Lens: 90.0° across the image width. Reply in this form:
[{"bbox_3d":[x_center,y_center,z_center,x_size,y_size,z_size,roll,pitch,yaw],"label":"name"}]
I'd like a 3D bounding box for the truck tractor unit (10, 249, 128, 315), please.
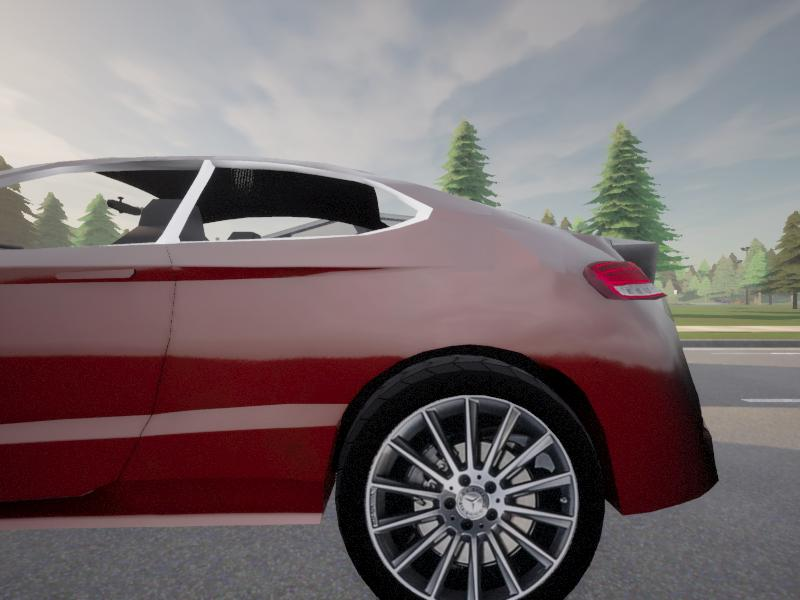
[{"bbox_3d":[-23.276,-1.138,28.700,3.053,4.208,6.516,0,0,1],"label":"truck tractor unit"}]

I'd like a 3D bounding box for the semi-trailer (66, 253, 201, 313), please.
[{"bbox_3d":[-23.171,-1.240,36.617,2.717,4.402,14.254,0,0,1],"label":"semi-trailer"}]

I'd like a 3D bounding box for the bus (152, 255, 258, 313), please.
[{"bbox_3d":[-16.087,-1.148,34.375,3.944,4.253,10.273,0,0,1],"label":"bus"}]

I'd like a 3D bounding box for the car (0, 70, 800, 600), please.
[{"bbox_3d":[-1.307,0.179,2.200,5.027,1.651,2.152,0,0,0],"label":"car"}]

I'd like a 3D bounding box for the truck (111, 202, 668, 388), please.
[{"bbox_3d":[-0.117,-0.058,5.701,6.274,2.098,2.390,0,0,0],"label":"truck"}]

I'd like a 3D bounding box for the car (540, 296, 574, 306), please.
[{"bbox_3d":[26.936,0.203,68.842,5.027,1.651,2.152,0,0,4],"label":"car"}]

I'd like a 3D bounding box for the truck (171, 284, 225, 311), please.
[{"bbox_3d":[-19.649,-0.260,39.228,2.627,2.467,5.204,0,0,1],"label":"truck"}]

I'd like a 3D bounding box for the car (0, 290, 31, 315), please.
[{"bbox_3d":[-26.821,0.154,25.532,2.033,1.649,4.856,0,0,1],"label":"car"}]
